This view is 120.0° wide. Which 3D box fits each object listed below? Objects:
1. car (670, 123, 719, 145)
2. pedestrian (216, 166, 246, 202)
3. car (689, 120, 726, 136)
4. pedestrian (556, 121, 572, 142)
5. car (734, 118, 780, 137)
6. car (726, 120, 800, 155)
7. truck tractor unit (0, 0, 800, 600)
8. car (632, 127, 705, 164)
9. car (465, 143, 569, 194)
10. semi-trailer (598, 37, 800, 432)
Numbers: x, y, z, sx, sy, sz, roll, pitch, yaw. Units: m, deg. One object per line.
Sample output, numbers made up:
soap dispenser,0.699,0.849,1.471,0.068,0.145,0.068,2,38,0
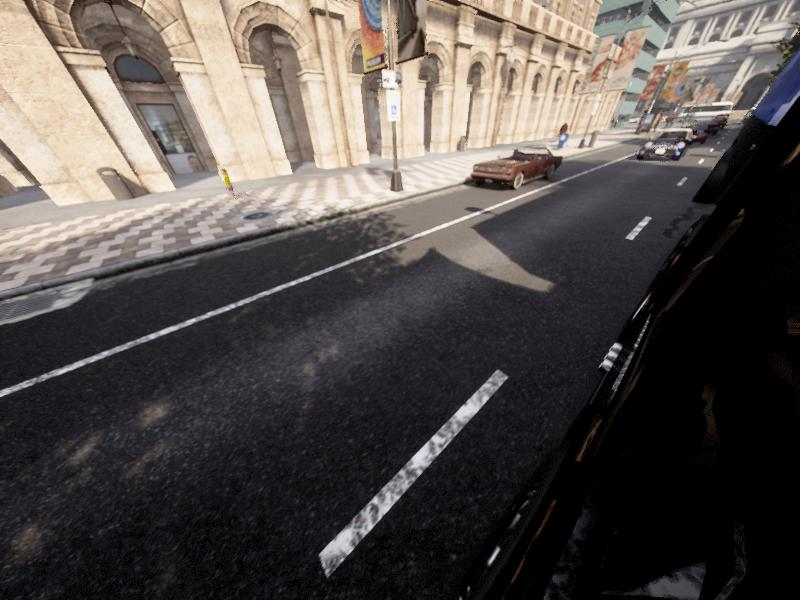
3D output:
car,26.144,-14.744,20.524,4.181,1.385,1.994,-29,44,-30
pedestrian,-6.282,-4.336,8.620,0.500,1.100,0.500,-20,40,-21
car,36.514,-20.374,27.381,4.181,1.385,1.994,-28,44,-30
pedestrian,17.775,-18.289,25.082,0.751,1.860,0.751,-32,46,-33
car,37.758,-18.303,24.516,5.357,1.411,2.033,-28,44,-30
car,23.679,-10.709,15.161,4.974,1.542,2.038,-29,44,-30
truck tractor unit,2.645,-0.295,0.351,6.516,4.208,3.053,-28,44,-30
car,16.020,-9.288,13.795,3.806,1.475,1.970,-29,44,-30
car,5.158,-5.876,10.073,4.718,1.301,1.895,-29,44,-30
semi-trailer,8.657,-3.653,4.240,14.254,4.402,2.717,-29,45,-30
